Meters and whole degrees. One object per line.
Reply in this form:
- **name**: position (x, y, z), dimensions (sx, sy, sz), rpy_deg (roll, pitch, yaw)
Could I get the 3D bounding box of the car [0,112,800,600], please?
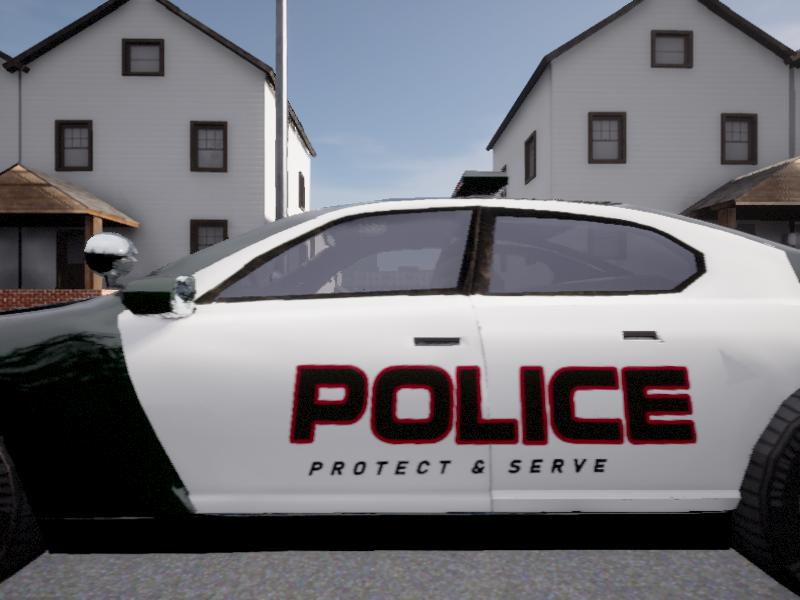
- **car**: position (-0.059, 0.228, 2.178), dimensions (4.974, 1.542, 2.038), rpy_deg (0, 0, 0)
